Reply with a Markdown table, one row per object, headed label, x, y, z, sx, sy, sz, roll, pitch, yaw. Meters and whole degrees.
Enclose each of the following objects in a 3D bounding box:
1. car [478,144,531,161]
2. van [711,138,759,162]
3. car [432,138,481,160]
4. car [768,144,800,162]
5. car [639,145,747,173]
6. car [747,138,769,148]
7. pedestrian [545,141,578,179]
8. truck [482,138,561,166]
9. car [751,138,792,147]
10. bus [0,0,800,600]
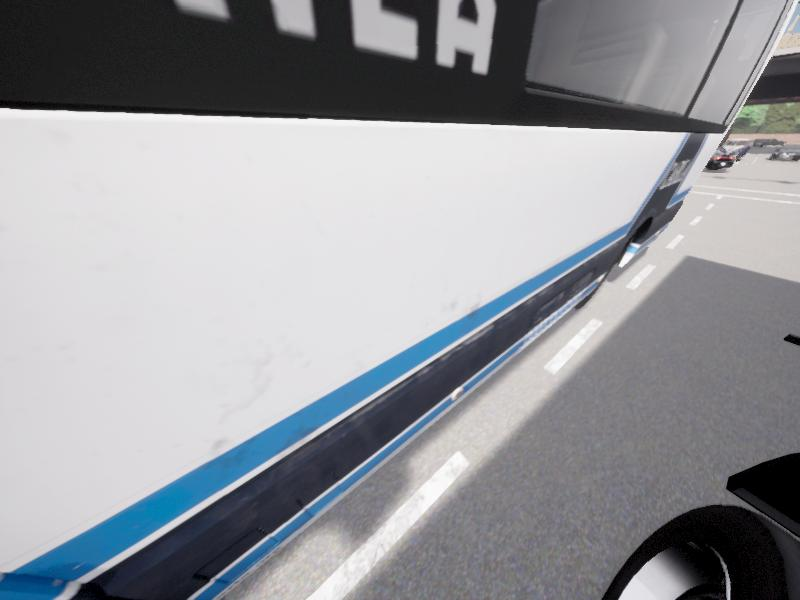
| label | x | y | z | sx | sy | sz | roll | pitch | yaw |
| --- | --- | --- | --- | --- | --- | --- | --- | --- | --- |
| car | 12.173 | -17.540 | 27.392 | 2.033 | 1.411 | 5.357 | -23 | 41 | -29 |
| van | 36.240 | -16.285 | 25.006 | 4.442 | 1.987 | 1.775 | -22 | 40 | -27 |
| car | 6.736 | -18.625 | 28.398 | 2.150 | 2.045 | 5.566 | -23 | 42 | -29 |
| car | 41.764 | -15.878 | 24.855 | 4.674 | 1.442 | 1.812 | -24 | 41 | -29 |
| car | 22.844 | -11.339 | 18.452 | 2.038 | 1.542 | 4.974 | -6 | 36 | -7 |
| car | 79.779 | -34.954 | 51.445 | 4.856 | 1.649 | 2.033 | -23 | 41 | -29 |
| pedestrian | 9.451 | -8.210 | 13.562 | 0.751 | 1.860 | 0.751 | -19 | 39 | -25 |
| truck | 11.675 | -14.833 | 22.945 | 2.390 | 2.098 | 6.274 | -23 | 41 | -29 |
| car | 87.930 | -37.317 | 54.734 | 2.033 | 1.649 | 4.856 | -23 | 41 | -28 |
| bus | 0.378 | -1.485 | 2.324 | 10.273 | 4.253 | 3.944 | -23 | 41 | -29 |
